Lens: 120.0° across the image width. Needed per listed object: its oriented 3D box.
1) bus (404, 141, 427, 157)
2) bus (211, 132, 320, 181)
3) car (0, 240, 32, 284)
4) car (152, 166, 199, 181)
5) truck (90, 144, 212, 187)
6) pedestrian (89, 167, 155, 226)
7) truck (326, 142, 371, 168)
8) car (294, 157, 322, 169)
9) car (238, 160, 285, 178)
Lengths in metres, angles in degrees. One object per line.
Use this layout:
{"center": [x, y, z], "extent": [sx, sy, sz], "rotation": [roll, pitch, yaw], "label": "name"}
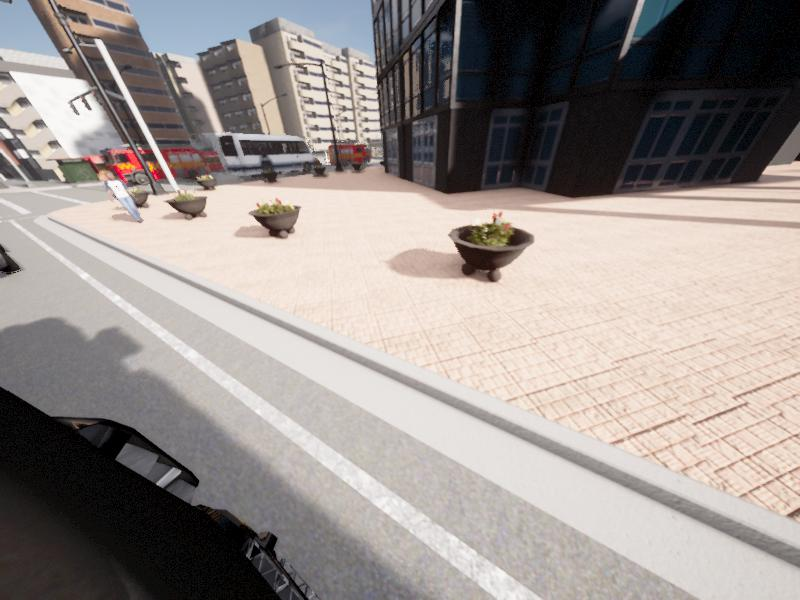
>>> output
{"center": [5.579, -53.920, 82.307], "extent": [3.944, 4.253, 10.273], "rotation": [15, 39, 26], "label": "bus"}
{"center": [-15.555, -17.548, 28.265], "extent": [3.944, 4.253, 10.273], "rotation": [15, 37, 26], "label": "bus"}
{"center": [-11.497, -1.285, 5.337], "extent": [4.611, 1.667, 2.242], "rotation": [16, 38, 26], "label": "car"}
{"center": [-30.199, -17.124, 31.201], "extent": [1.970, 1.475, 3.806], "rotation": [15, 37, 26], "label": "car"}
{"center": [-28.459, -16.036, 27.247], "extent": [2.891, 3.827, 8.468], "rotation": [15, 37, 26], "label": "truck"}
{"center": [-10.223, -3.815, 8.564], "extent": [0.751, 1.860, 0.751], "rotation": [24, 42, 35], "label": "pedestrian"}
{"center": [-9.285, -27.258, 43.293], "extent": [2.891, 3.827, 8.468], "rotation": [16, 37, 26], "label": "truck"}
{"center": [-17.368, -26.084, 43.905], "extent": [2.097, 1.767, 4.553], "rotation": [15, 37, 26], "label": "car"}
{"center": [-18.256, -17.455, 30.727], "extent": [2.033, 1.649, 4.856], "rotation": [15, 37, 26], "label": "car"}
